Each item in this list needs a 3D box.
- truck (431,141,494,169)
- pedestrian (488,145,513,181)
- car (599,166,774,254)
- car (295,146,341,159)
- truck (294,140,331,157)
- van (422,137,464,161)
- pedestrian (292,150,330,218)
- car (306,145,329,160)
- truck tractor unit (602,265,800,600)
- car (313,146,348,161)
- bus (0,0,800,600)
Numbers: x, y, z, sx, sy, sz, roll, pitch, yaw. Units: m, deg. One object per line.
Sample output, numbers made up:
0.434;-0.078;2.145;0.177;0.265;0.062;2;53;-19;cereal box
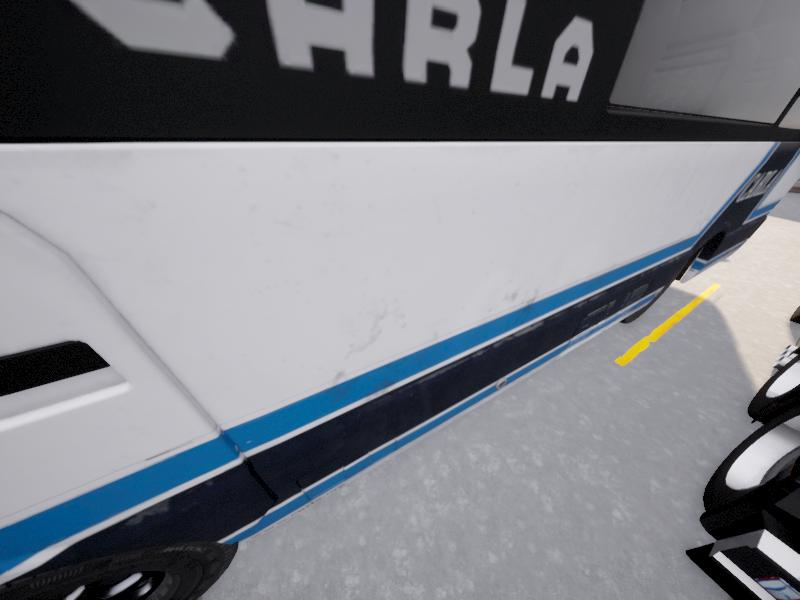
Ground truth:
6.121;-14.961;23.684;2.390;2.098;6.274;-18;39;-24;truck
6.317;-8.629;14.580;0.751;1.860;0.751;-18;39;-24;pedestrian
8.786;-3.034;7.095;4.902;1.511;2.128;-20;40;-27;car
-11.113;-20.107;31.427;5.357;1.415;2.033;-18;39;-24;car
-12.914;-22.387;34.141;4.478;2.038;2.069;-18;39;-24;truck
5.591;-20.396;31.097;1.988;2.561;5.915;-18;39;-24;van
-2.873;-3.753;7.516;0.751;1.860;0.751;-11;37;-16;pedestrian
-11.140;-20.008;31.159;1.789;1.547;3.705;-18;39;-24;car
5.111;-0.300;0.781;6.516;4.208;3.053;-18;39;-24;truck tractor unit
-8.455;-17.935;28.220;3.633;1.501;1.845;-18;39;-24;car
0.994;-1.494;2.429;10.273;4.253;3.944;-17;38;-23;bus
